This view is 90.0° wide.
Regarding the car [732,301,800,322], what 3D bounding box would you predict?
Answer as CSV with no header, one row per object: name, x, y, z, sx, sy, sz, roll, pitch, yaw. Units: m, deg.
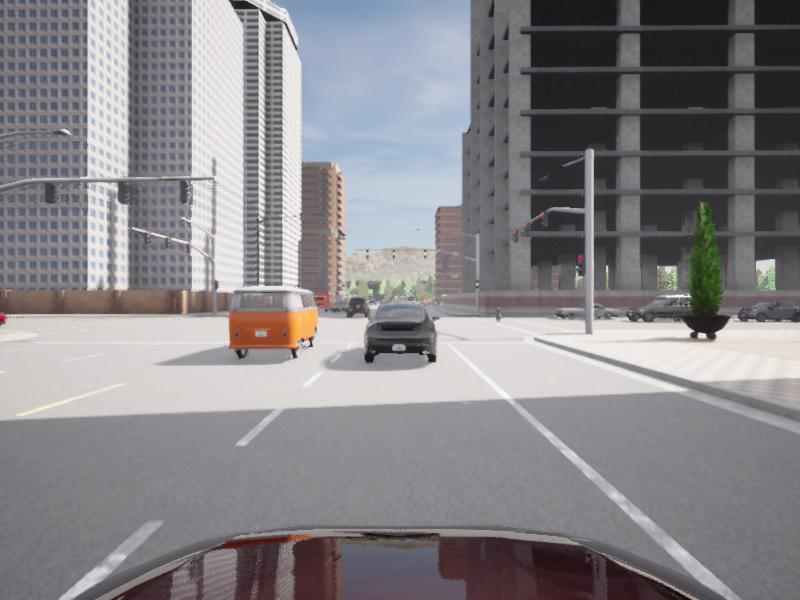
car,26.702,0.826,29.023,3.633,1.501,1.845,0,0,0

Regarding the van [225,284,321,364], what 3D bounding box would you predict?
van,-3.634,0.599,12.309,1.775,1.987,4.442,0,0,-3

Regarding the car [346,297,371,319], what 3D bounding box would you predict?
car,-3.695,0.645,36.136,1.905,1.878,3.866,0,0,0

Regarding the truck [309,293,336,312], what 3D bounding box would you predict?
truck,-10.549,0.355,54.707,2.627,2.467,5.204,0,0,1

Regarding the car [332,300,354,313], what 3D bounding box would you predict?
car,-7.120,0.827,50.183,2.007,1.525,4.514,0,0,1

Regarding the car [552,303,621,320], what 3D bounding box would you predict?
car,15.138,0.943,32.598,4.718,1.301,1.895,0,0,0

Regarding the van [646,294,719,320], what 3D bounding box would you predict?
van,22.909,0.571,32.546,4.480,2.038,2.069,0,0,0

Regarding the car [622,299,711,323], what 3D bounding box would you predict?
car,19.244,0.780,29.067,5.027,1.651,2.152,0,0,0

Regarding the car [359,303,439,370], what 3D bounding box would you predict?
car,0.084,0.844,11.604,1.837,1.490,4.892,0,0,3

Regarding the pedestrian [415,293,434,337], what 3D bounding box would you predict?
pedestrian,1.053,0.637,17.195,0.751,1.860,0.751,0,0,-2

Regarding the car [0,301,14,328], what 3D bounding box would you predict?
car,-24.808,0.827,22.359,4.514,1.525,2.007,0,0,0

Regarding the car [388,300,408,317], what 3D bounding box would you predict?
car,-0.201,0.821,39.782,1.882,1.535,5.008,0,0,0
